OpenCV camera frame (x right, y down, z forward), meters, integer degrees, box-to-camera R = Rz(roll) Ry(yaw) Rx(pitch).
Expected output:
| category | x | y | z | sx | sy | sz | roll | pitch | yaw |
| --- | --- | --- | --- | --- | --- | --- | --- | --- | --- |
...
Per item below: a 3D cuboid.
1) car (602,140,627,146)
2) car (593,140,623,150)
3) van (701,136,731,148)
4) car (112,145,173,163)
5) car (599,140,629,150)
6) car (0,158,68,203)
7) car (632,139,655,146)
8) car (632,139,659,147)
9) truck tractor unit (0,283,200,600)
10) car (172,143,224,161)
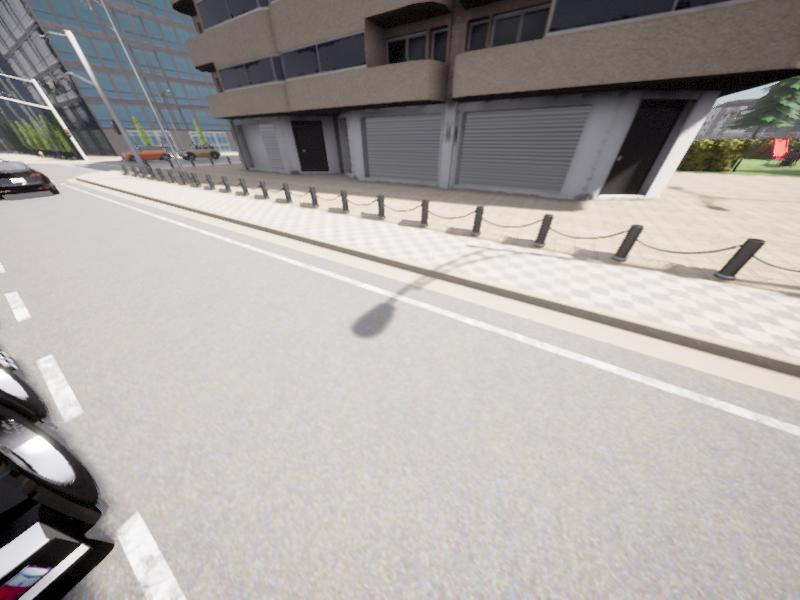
| category | x | y | z | sx | sy | sz | roll | pitch | yaw |
| --- | --- | --- | --- | --- | --- | --- | --- | --- | --- |
| car | 67.270 | -49.250 | 72.562 | 5.357 | 1.415 | 2.033 | 19 | 39 | 25 |
| car | 47.852 | -35.765 | 53.246 | 4.605 | 1.855 | 1.932 | 19 | 39 | 25 |
| van | 83.143 | -41.711 | 60.984 | 2.351 | 2.431 | 6.366 | 20 | 40 | 26 |
| car | -32.391 | -18.573 | 29.244 | 2.097 | 1.767 | 4.553 | 19 | 39 | 26 |
| car | 50.886 | -37.072 | 55.096 | 4.605 | 1.855 | 1.932 | 19 | 39 | 25 |
| car | -19.739 | -6.198 | 11.755 | 4.792 | 1.488 | 2.163 | 19 | 39 | 25 |
| car | 71.386 | -46.226 | 67.783 | 3.866 | 1.878 | 1.905 | 19 | 39 | 25 |
| car | 69.846 | -44.821 | 65.775 | 4.605 | 1.855 | 1.932 | 19 | 39 | 25 |
| truck tractor unit | -5.141 | -0.271 | 0.727 | 6.516 | 4.208 | 3.053 | 17 | 39 | 22 |
| car | -26.938 | -19.881 | 31.000 | 1.932 | 1.855 | 4.605 | 19 | 39 | 25 |
